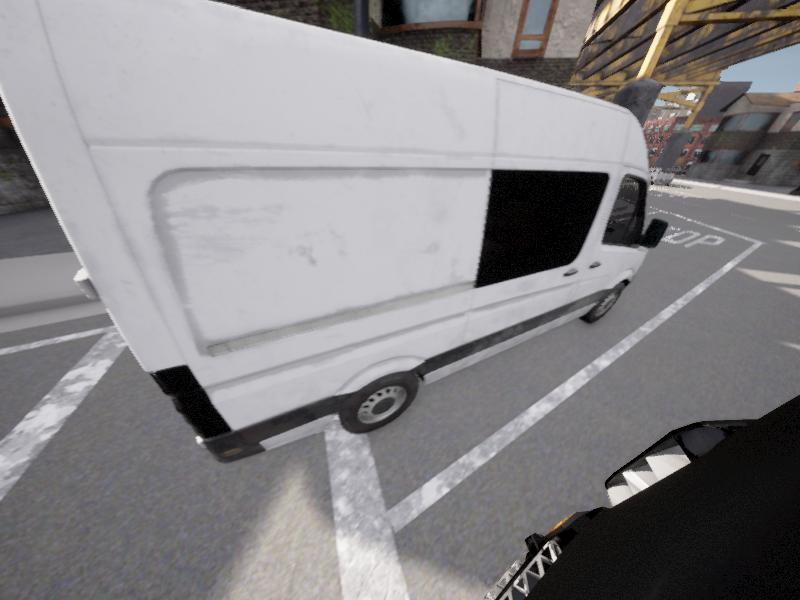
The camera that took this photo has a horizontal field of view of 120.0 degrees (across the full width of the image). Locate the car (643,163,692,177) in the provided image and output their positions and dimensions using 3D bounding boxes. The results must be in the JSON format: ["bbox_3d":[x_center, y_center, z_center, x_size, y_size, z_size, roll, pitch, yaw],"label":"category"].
[{"bbox_3d":[43.512,-21.207,37.666,2.038,1.542,4.974,-27,44,-37],"label":"car"}]

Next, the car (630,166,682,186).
[{"bbox_3d":[26.433,-12.968,24.045,1.845,1.501,3.633,11,34,12],"label":"car"}]

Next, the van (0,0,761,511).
[{"bbox_3d":[0.973,-0.749,2.850,5.915,2.561,1.988,-14,37,-24],"label":"van"}]

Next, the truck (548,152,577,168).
[{"bbox_3d":[33.961,-29.392,48.465,2.627,2.467,5.204,7,34,6],"label":"truck"}]

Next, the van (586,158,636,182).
[{"bbox_3d":[23.649,-14.830,26.176,2.069,2.038,4.480,11,34,11],"label":"van"}]

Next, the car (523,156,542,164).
[{"bbox_3d":[33.366,-35.293,58.253,1.970,1.475,3.806,-6,35,-14],"label":"car"}]
